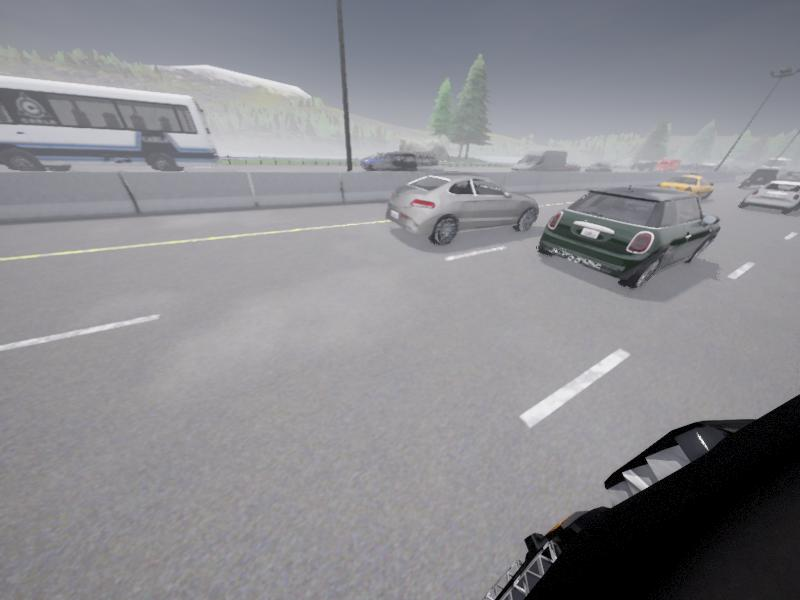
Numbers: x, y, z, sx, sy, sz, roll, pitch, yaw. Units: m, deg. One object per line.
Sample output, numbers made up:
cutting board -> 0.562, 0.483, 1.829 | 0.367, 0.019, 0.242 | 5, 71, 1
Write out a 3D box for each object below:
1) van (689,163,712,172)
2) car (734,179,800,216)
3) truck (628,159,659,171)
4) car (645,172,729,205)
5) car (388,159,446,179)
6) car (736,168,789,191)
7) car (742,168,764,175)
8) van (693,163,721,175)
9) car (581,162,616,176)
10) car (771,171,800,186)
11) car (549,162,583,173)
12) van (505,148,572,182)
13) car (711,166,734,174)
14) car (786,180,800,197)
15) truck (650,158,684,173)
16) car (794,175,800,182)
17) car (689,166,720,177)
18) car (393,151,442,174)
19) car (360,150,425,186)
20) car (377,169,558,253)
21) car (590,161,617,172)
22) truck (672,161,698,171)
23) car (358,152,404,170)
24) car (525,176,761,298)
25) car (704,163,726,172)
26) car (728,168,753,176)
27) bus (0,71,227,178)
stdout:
van -> 77.807, -34.350, 59.908 | 4.480, 2.038, 2.069 | -15, 38, -25
car -> 22.241, -6.106, 13.555 | 3.806, 1.475, 1.970 | -15, 38, -25
truck -> 55.321, -30.601, 52.451 | 6.274, 2.098, 2.390 | -15, 38, -25
car -> 19.009, -7.493, 15.300 | 5.366, 1.575, 1.801 | -15, 38, -25
car -> 1.462, -11.528, 20.269 | 4.718, 1.301, 1.895 | -15, 38, -25
car -> 38.465, -12.797, 24.519 | 3.866, 1.878, 1.905 | -15, 38, -25
car -> 92.465, -33.586, 60.464 | 5.357, 1.411, 2.033 | -15, 38, -25
van -> 64.181, -27.331, 48.277 | 4.480, 2.038, 2.069 | -15, 38, -25
car -> 28.474, -18.788, 33.141 | 4.193, 1.474, 1.816 | -15, 37, -25
car -> 56.346, -17.466, 33.140 | 4.611, 1.667, 2.242 | -15, 38, -25
car -> 25.166, -20.041, 34.933 | 4.718, 1.301, 1.895 | -15, 38, -25
van -> 13.392, -13.011, 22.307 | 5.915, 2.561, 1.988 | -15, 38, -25
car -> 81.797, -33.025, 58.624 | 4.974, 1.542, 2.038 | -15, 38, -25
car -> 37.641, -10.256, 20.886 | 3.988, 1.617, 1.851 | -15, 38, -25
truck -> 55.305, -27.783, 47.872 | 5.204, 2.467, 2.627 | -15, 38, -25
car -> 73.376, -21.987, 41.294 | 4.856, 1.649, 2.033 | -15, 38, -25
car -> 57.900, -24.401, 43.911 | 4.902, 1.511, 2.128 | -15, 38, -25
car -> 1.778, -14.068, 23.579 | 4.605, 1.855, 1.932 | -17, 38, -24
car -> -0.528, -9.039, 15.828 | 3.866, 1.878, 1.905 | -15, 38, -25
car -> 2.047, -2.999, 7.174 | 5.027, 1.651, 2.152 | -15, 38, -25
car -> 37.347, -24.445, 42.297 | 4.974, 1.542, 2.038 | -20, 40, -31
truck -> 78.464, -36.759, 63.524 | 6.274, 2.098, 2.390 | -15, 38, -25
car -> -2.023, -15.106, 25.179 | 4.514, 1.525, 2.007 | -15, 38, -25
car -> 5.679, -1.830, 5.541 | 4.553, 1.767, 2.097 | -15, 38, -25
car -> 89.092, -37.357, 65.309 | 5.566, 2.045, 2.150 | -15, 38, -25
car -> 81.157, -30.589, 55.038 | 4.902, 1.511, 2.128 | -15, 38, -25
bus -> -17.291, -9.882, 13.658 | 10.273, 4.253, 3.944 | -15, 38, -25
